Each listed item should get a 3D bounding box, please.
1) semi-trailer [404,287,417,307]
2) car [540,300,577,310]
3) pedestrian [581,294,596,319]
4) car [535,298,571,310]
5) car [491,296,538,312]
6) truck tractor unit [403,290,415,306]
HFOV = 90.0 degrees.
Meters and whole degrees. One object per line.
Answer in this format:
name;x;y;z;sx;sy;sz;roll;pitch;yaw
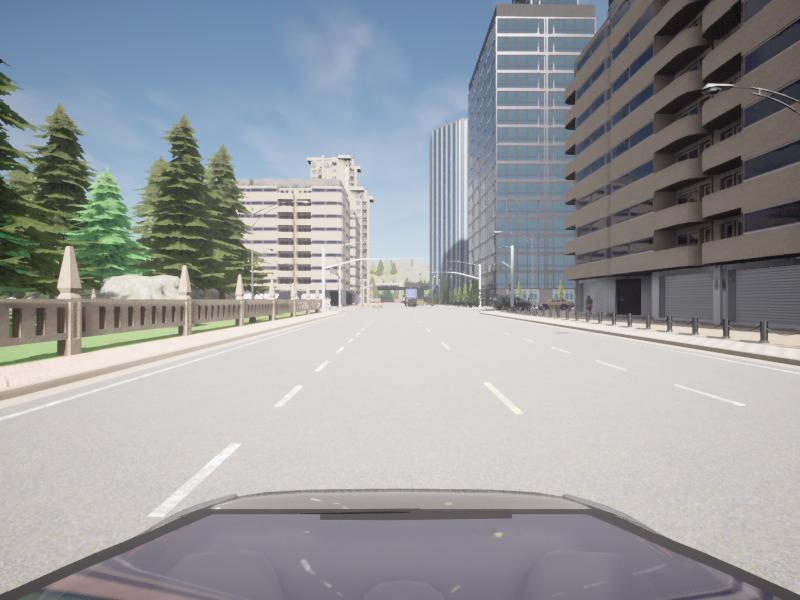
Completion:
semi-trailer;2.414;-0.618;96.763;2.717;4.402;14.254;0;0;-1
car;25.061;0.781;63.333;4.902;1.511;2.128;0;0;0
pedestrian;14.566;0.483;30.880;0.751;1.860;0.751;0;0;-9
car;22.836;0.597;59.821;4.605;1.855;1.932;0;0;0
car;15.024;0.509;52.782;5.566;2.045;2.150;0;0;0
truck tractor unit;2.309;-0.516;104.674;3.053;4.208;6.516;0;0;-1
